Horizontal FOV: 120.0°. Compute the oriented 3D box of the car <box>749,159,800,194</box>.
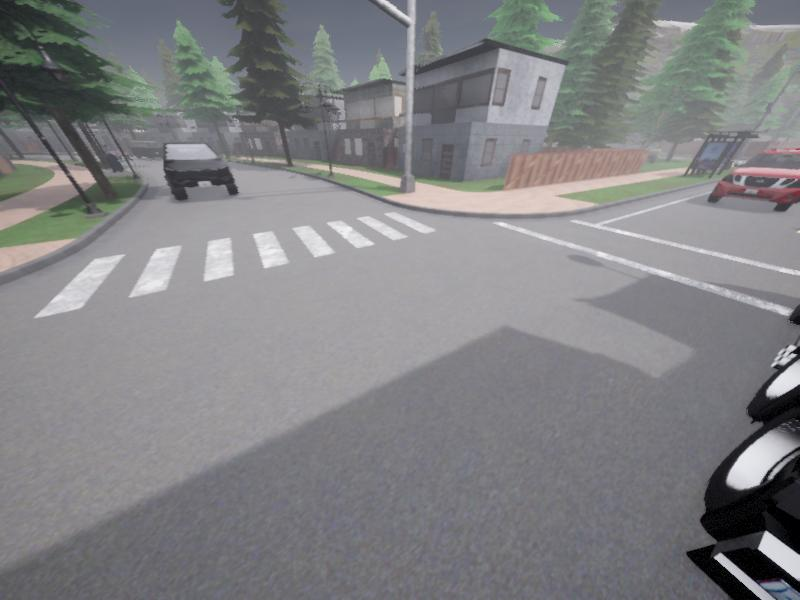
[{"bbox_3d":[23.122,-7.302,13.521,4.181,1.385,1.994,-18,39,-24],"label":"car"}]

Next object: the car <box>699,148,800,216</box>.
[{"bbox_3d":[16.200,-5.326,10.023,5.566,2.045,2.150,-18,39,-24],"label":"car"}]

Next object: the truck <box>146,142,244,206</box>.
[{"bbox_3d":[-10.131,-6.560,11.506,2.390,2.098,6.274,-24,42,-31],"label":"truck"}]

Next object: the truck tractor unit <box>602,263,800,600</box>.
[{"bbox_3d":[5.108,-0.303,0.788,6.516,4.208,3.053,-18,39,-24],"label":"truck tractor unit"}]

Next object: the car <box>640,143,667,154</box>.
[{"bbox_3d":[52.241,-31.290,47.594,4.605,1.855,1.932,-19,39,-25],"label":"car"}]
